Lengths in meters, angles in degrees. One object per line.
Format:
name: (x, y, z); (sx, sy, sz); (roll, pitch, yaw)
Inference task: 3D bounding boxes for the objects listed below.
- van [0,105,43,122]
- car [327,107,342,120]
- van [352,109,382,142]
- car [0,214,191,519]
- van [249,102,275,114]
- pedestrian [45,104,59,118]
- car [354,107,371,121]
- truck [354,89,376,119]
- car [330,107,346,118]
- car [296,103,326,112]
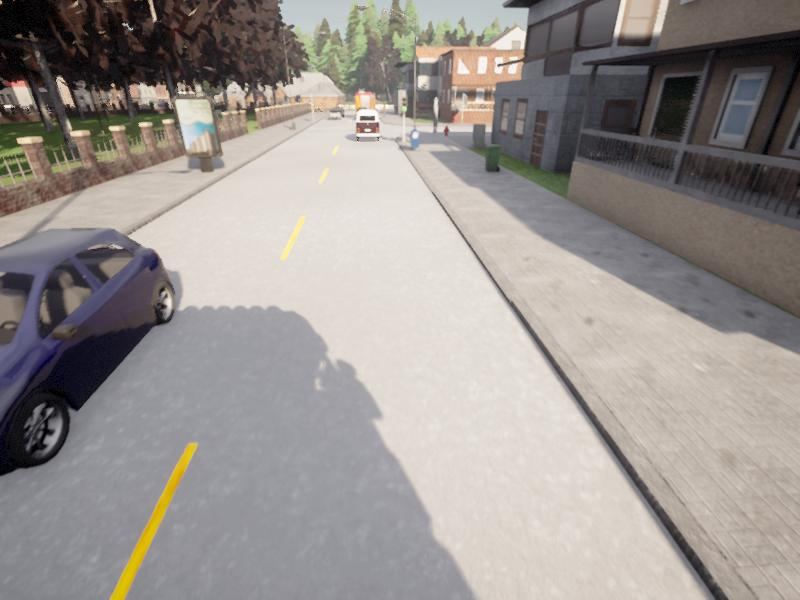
van: (-54.445, -26.917, 57.521); (2.069, 2.038, 4.480); (-2, 27, -4)
car: (-8.926, -25.607, 54.972); (1.845, 1.501, 3.633); (-3, 27, -6)
van: (-2.454, -13.491, 30.749); (2.069, 2.038, 4.480); (-1, 27, -3)
car: (-4.121, 0.290, 4.413); (1.845, 1.501, 3.633); (-2, 27, -4)
van: (-27.299, -38.069, 79.305); (4.442, 1.987, 1.775); (-2, 27, -4)
pedestrian: (-49.617, -26.991, 57.087); (0.751, 1.860, 0.751); (-2, 27, -4)
car: (-4.986, -24.883, 53.470); (1.851, 1.617, 3.988); (0, 27, -1)
truck: (-5.220, -29.474, 59.999); (2.891, 3.827, 8.468); (-2, 27, -4)
car: (-9.362, -28.599, 60.964); (2.033, 1.411, 5.357); (-2, 27, -5)
car: (-17.741, -38.422, 79.942); (5.366, 1.575, 1.801); (-1, 27, -3)
